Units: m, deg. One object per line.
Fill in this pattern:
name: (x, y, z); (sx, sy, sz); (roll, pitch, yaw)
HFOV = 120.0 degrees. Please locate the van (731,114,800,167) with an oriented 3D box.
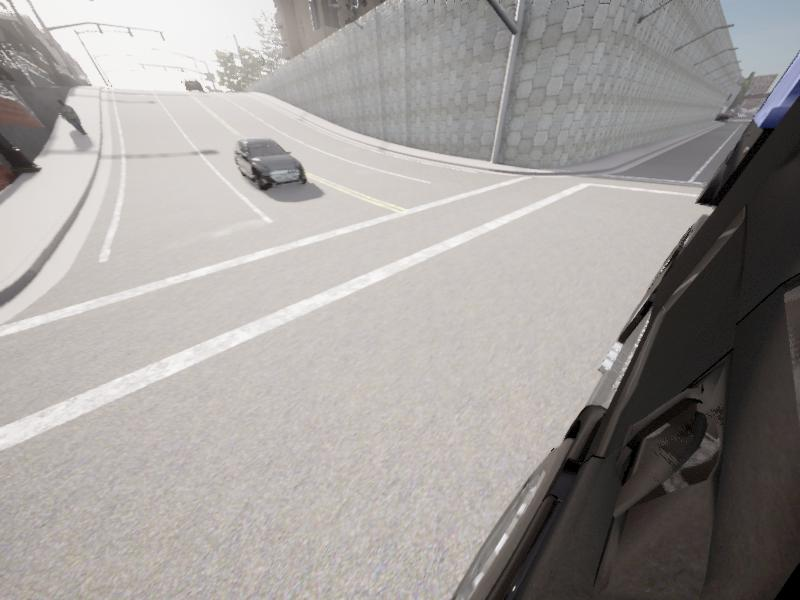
van: (19.451, -8.354, 11.963); (4.442, 1.987, 1.775); (-28, 44, -30)

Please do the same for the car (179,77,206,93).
car: (-30.475, -31.499, 33.899); (2.128, 1.511, 4.902); (-29, 48, -30)

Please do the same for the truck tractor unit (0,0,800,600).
truck tractor unit: (2.645, -0.295, 0.352); (6.516, 4.208, 3.053); (-28, 44, -30)

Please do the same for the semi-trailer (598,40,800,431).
semi-trailer: (8.689, -3.605, 4.245); (14.254, 4.402, 2.717); (-28, 44, -30)

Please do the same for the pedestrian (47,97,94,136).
pedestrian: (-20.332, -11.305, 14.325); (0.751, 1.860, 0.751); (-29, 44, -31)

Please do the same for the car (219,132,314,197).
car: (-6.092, -6.314, 10.428); (2.033, 1.649, 4.856); (-28, 48, -30)
